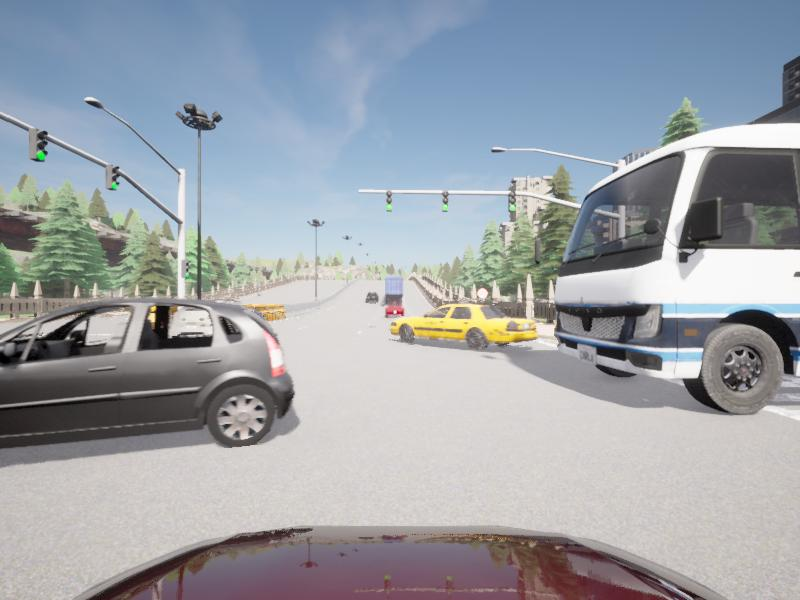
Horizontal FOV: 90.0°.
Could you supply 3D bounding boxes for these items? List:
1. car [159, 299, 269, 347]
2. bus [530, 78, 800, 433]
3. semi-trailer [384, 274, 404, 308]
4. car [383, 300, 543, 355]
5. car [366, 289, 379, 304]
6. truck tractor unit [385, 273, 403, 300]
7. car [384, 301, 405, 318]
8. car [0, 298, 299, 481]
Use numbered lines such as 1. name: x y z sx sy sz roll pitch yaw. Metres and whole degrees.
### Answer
1. car: -7.212 0.781 16.240 2.152 1.651 5.027 0 0 -1
2. bus: 8.079 -0.534 7.028 10.273 4.253 3.944 0 0 -3
3. semi-trailer: -0.975 -1.781 64.024 2.717 4.402 14.254 0 6 -1
4. car: 1.959 0.802 13.888 5.366 1.575 1.801 0 -1 43
5. car: -4.512 -0.610 65.541 1.932 1.855 4.605 0 6 -1
6. truck tractor unit: -1.112 -2.508 71.890 3.053 4.208 6.516 0 7 -1
7. car: -0.489 0.828 37.162 1.845 1.501 3.633 0 0 -1
8. car: -3.304 0.788 4.595 3.988 1.617 1.851 0 0 -20
